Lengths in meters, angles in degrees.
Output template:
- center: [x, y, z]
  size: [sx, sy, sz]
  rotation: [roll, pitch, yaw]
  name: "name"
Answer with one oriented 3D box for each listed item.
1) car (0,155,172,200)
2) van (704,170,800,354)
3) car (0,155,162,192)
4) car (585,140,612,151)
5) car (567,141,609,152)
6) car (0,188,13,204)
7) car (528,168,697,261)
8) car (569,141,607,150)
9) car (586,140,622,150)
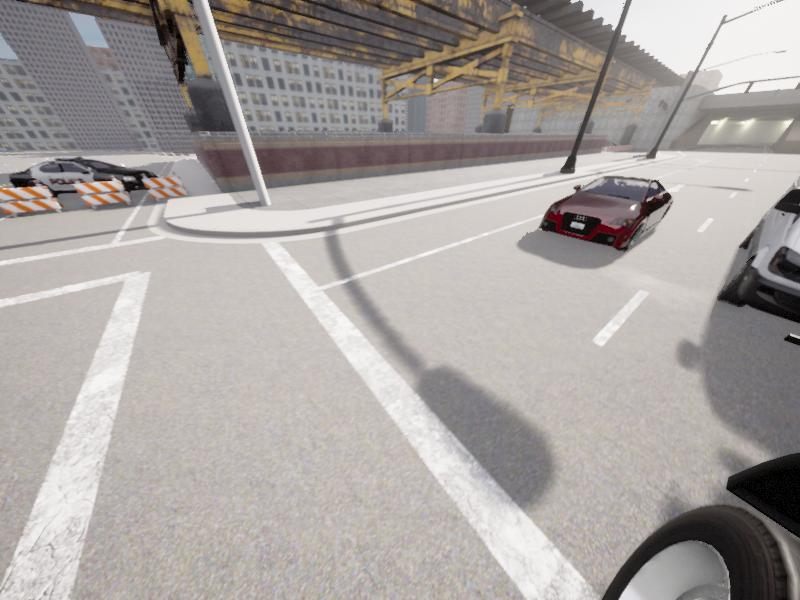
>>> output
- center: [-14.702, -5.901, 11.020]
  size: [4.974, 1.542, 2.038]
  rotation: [-5, 35, -6]
  name: "car"
- center: [7.515, -1.300, 3.482]
  size: [5.915, 2.561, 1.988]
  rotation: [-23, 41, -29]
  name: "van"
- center: [-14.755, -6.026, 10.923]
  size: [4.536, 1.218, 1.853]
  rotation: [-5, 35, -6]
  name: "car"
- center: [36.145, -28.226, 42.230]
  size: [2.038, 1.542, 4.974]
  rotation: [10, 36, 14]
  name: "car"
- center: [32.433, -26.637, 40.010]
  size: [4.974, 1.542, 2.038]
  rotation: [4, 35, 6]
  name: "car"
- center: [-18.567, -3.692, 7.920]
  size: [2.038, 1.542, 4.974]
  rotation: [10, 36, 14]
  name: "car"
- center: [5.838, -2.605, 6.361]
  size: [4.181, 1.385, 1.994]
  rotation: [-23, 41, -29]
  name: "car"
- center: [32.380, -26.770, 39.924]
  size: [4.536, 1.218, 1.853]
  rotation: [4, 35, 6]
  name: "car"
- center: [40.010, -30.435, 45.329]
  size: [4.974, 1.542, 2.038]
  rotation: [-5, 35, -6]
  name: "car"
